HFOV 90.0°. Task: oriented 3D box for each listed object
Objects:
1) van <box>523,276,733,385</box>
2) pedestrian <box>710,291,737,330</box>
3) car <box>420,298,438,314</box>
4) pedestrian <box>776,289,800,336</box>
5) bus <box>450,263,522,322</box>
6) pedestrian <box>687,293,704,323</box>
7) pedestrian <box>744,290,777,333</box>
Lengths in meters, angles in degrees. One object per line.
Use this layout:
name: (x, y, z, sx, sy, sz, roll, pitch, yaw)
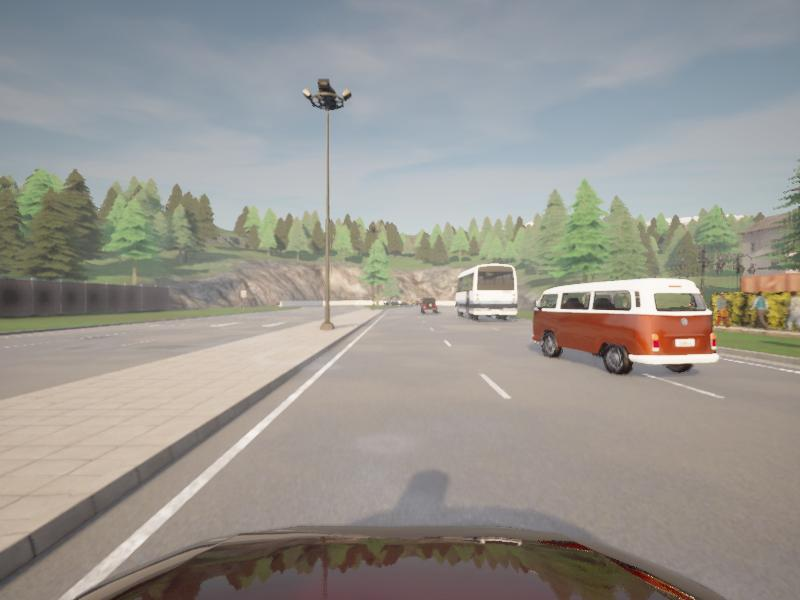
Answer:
van: (5.093, 0.574, 9.857, 2.069, 2.038, 4.480, 0, 0, -11)
pedestrian: (15.772, 0.491, 19.528, 0.751, 1.860, 0.751, 0, 0, 3)
car: (3.491, 0.662, 48.942, 1.905, 1.878, 3.866, 0, 0, 0)
pedestrian: (15.832, 0.490, 16.084, 0.751, 1.860, 0.751, 0, 0, -2)
bus: (6.874, -0.523, 34.203, 3.944, 4.253, 10.273, 0, 0, 0)
pedestrian: (18.594, 0.493, 25.166, 0.751, 1.860, 0.751, 0, 0, -42)
pedestrian: (15.795, 0.491, 17.553, 0.751, 1.860, 0.751, 0, 0, -3)
